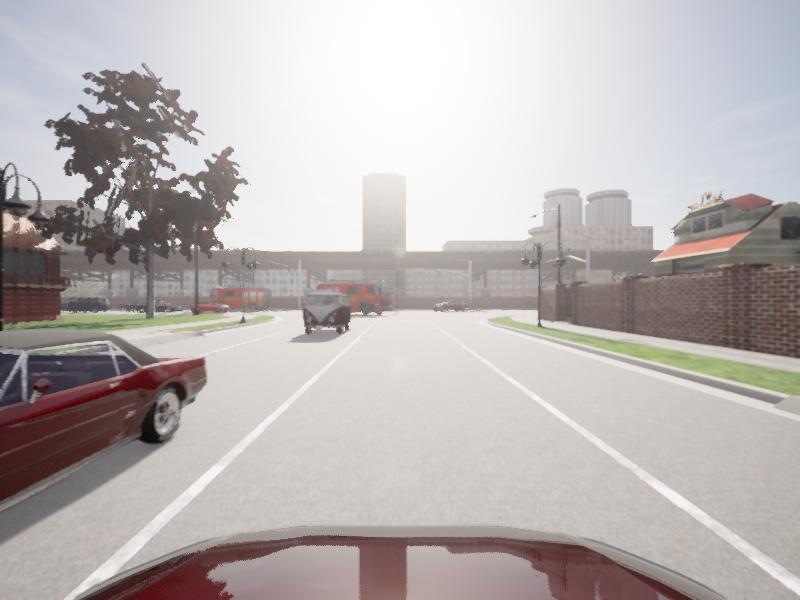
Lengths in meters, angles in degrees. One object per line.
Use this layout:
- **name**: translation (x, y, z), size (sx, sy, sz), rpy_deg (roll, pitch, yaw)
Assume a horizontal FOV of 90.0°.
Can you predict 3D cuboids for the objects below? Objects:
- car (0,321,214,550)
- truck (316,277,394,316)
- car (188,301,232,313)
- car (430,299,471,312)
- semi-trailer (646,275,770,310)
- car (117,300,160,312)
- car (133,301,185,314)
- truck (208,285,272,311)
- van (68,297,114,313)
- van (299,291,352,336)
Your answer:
- **car**: translation (-3.499, 0.944, 3.125), size (1.895, 1.301, 4.718), rpy_deg (0, 0, 0)
- **truck**: translation (-4.937, -0.330, 43.018), size (8.468, 3.827, 2.891), rpy_deg (0, -1, 33)
- **car**: translation (-23.396, 0.833, 49.367), size (4.514, 1.525, 2.007), rpy_deg (0, 0, 2)
- **car**: translation (6.735, 0.762, 53.260), size (5.027, 1.651, 2.152), rpy_deg (0, 0, -23)
- **semi-trailer**: translation (41.416, -0.995, 54.167), size (14.254, 4.402, 2.717), rpy_deg (-1, 0, 3)
- **car**: translation (-37.025, 0.828, 56.726), size (5.008, 1.535, 1.882), rpy_deg (0, 0, 2)
- **car**: translation (-27.599, 0.848, 45.974), size (4.892, 1.490, 1.837), rpy_deg (0, 0, 2)
- **truck**: translation (-23.885, -0.316, 59.889), size (8.468, 3.827, 2.891), rpy_deg (0, 0, 1)
- **van**: translation (-38.400, 0.601, 49.762), size (4.442, 1.987, 1.775), rpy_deg (0, 0, 2)
- **van**: translation (-3.506, 0.601, 19.651), size (1.775, 1.987, 4.442), rpy_deg (0, 0, 0)
